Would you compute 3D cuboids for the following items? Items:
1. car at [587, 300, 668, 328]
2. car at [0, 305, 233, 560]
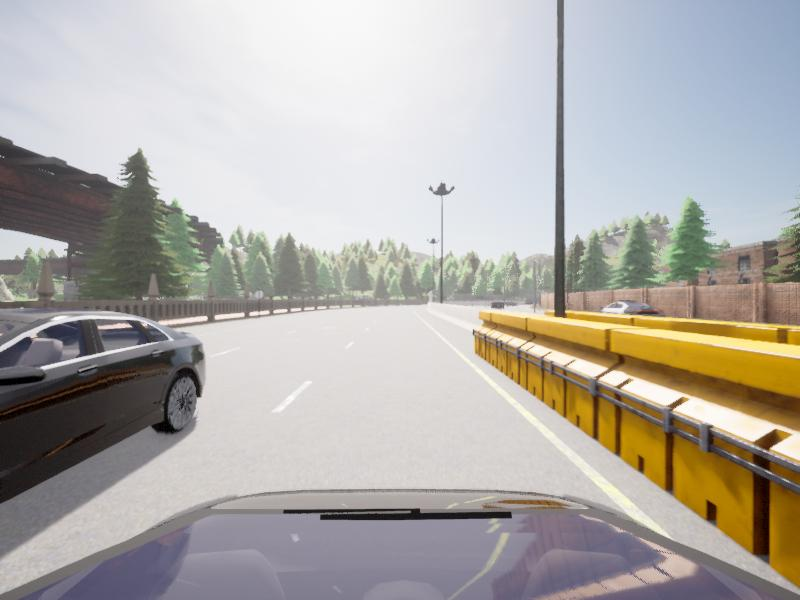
[{"bbox_3d":[13.798,0.784,24.683,2.038,1.542,4.974,0,0,-1],"label":"car"},{"bbox_3d":[-3.501,0.830,3.393,2.128,1.511,4.902,0,0,0],"label":"car"}]
